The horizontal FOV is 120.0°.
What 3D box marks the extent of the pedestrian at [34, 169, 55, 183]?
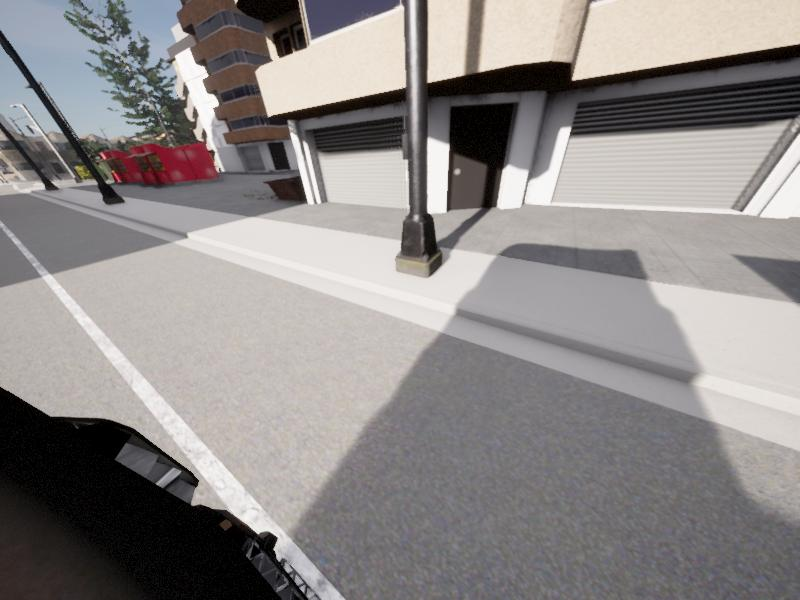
[{"bbox_3d":[-57.151,-19.977,37.149,0.751,1.860,0.751,0,33,5],"label":"pedestrian"}]
